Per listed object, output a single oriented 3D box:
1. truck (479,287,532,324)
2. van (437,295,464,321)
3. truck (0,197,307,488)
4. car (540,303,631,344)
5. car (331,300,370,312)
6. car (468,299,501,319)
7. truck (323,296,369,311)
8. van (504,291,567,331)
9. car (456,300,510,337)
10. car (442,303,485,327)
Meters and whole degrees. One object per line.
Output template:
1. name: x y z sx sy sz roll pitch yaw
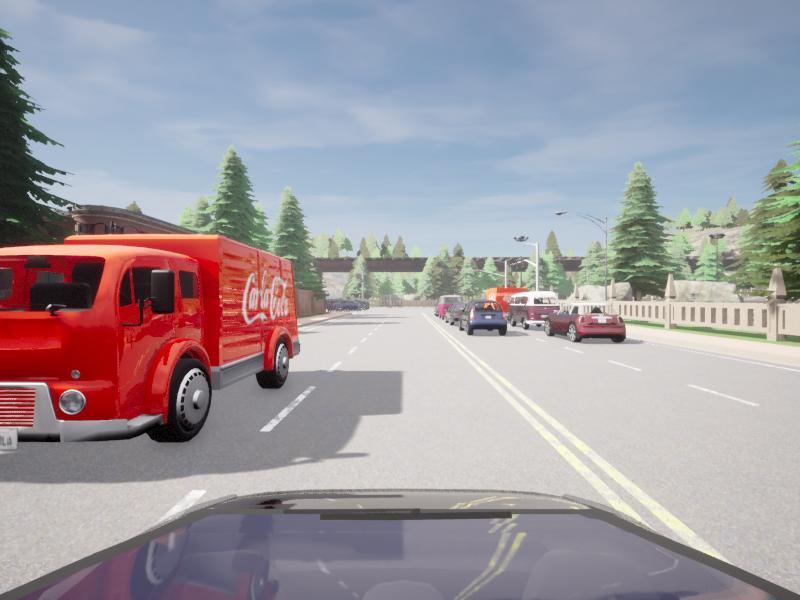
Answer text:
1. truck: 7.576 0.357 29.430 2.627 2.467 5.204 0 0 1
2. van: 4.143 0.599 33.180 1.775 1.987 4.442 0 0 1
3. truck: -3.370 0.353 6.016 2.627 2.467 5.204 0 0 1
4. car: 7.326 0.853 16.244 1.970 1.475 3.806 0 0 1
5. car: -6.749 0.781 54.829 5.027 1.651 2.152 0 0 1
6. car: 7.714 0.778 36.930 2.033 1.649 4.856 0 0 1
7. truck: -7.790 0.544 58.354 6.274 2.098 2.390 0 0 1
8. van: 7.443 0.571 22.492 2.069 2.038 4.480 0 0 1
9. car: 3.884 0.788 19.320 1.851 1.617 3.988 0 0 1
10. car: 4.012 0.895 26.078 2.033 1.411 5.357 0 0 1
